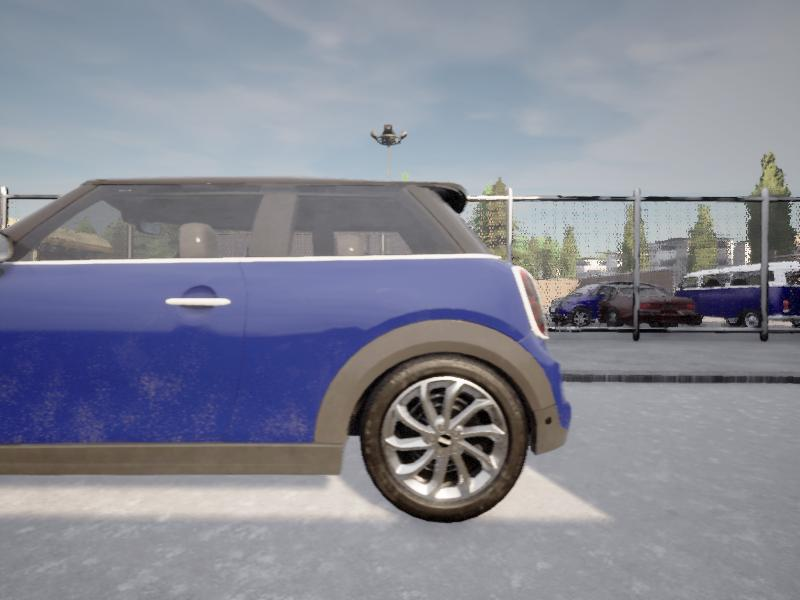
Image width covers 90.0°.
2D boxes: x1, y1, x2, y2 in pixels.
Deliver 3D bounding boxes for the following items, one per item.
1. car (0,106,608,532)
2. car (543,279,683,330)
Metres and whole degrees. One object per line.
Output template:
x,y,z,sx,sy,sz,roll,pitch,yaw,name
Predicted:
-1.409,0.068,2.730,4.553,1.767,2.097,0,0,0,car
6.915,0.145,13.279,3.705,1.547,1.789,0,0,0,car
